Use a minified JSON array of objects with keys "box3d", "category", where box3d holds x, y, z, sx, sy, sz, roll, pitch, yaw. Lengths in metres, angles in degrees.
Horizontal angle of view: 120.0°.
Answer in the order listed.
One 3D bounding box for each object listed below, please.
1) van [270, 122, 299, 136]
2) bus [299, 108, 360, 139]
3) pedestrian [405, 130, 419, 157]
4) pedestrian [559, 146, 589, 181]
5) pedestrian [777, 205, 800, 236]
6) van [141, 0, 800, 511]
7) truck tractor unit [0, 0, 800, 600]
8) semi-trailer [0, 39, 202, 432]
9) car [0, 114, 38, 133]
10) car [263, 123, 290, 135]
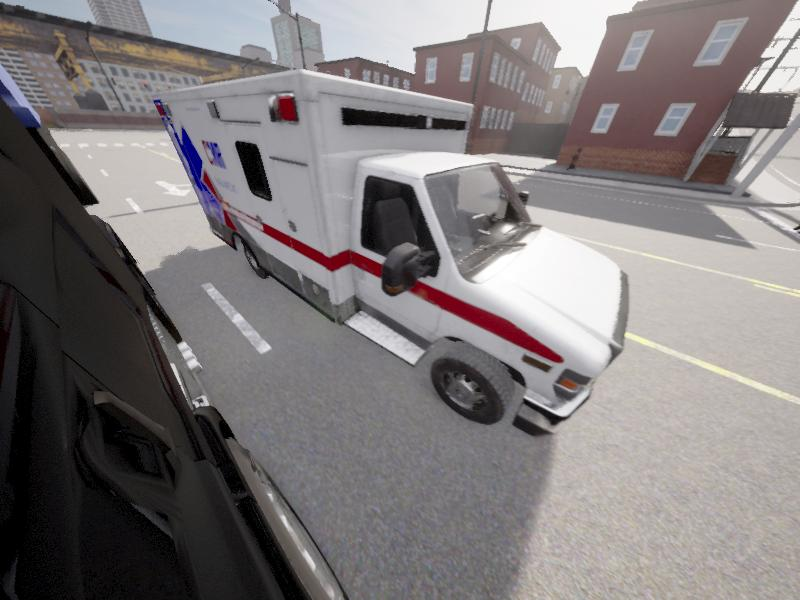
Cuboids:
[{"box3d":[-22.219,-32.888,44.535,1.775,1.987,4.442,28,44,30],"category":"van"},{"box3d":[-13.072,-33.586,44.153,3.944,4.253,10.273,28,44,30],"category":"bus"},{"box3d":[1.000,-13.449,19.832,0.751,1.860,0.751,27,43,29],"category":"pedestrian"},{"box3d":[11.281,-8.886,15.022,0.751,1.860,0.751,32,45,33],"category":"pedestrian"},{"box3d":[12.362,-2.819,6.596,0.751,1.860,0.751,-25,45,-31],"category":"pedestrian"},{"box3d":[-0.670,-1.268,3.270,6.366,2.431,2.351,28,44,30],"category":"van"},{"box3d":[-2.645,-0.295,0.351,6.516,4.208,3.053,28,44,30],"category":"truck tractor unit"},{"box3d":[-8.740,-3.581,4.181,14.254,4.402,2.717,28,44,29],"category":"semi-trailer"},{"box3d":[-45.698,-20.106,26.241,2.242,1.667,4.611,28,44,30],"category":"car"},{"box3d":[-24.773,-34.368,46.432,1.905,1.878,3.866,28,44,30],"category":"car"}]
